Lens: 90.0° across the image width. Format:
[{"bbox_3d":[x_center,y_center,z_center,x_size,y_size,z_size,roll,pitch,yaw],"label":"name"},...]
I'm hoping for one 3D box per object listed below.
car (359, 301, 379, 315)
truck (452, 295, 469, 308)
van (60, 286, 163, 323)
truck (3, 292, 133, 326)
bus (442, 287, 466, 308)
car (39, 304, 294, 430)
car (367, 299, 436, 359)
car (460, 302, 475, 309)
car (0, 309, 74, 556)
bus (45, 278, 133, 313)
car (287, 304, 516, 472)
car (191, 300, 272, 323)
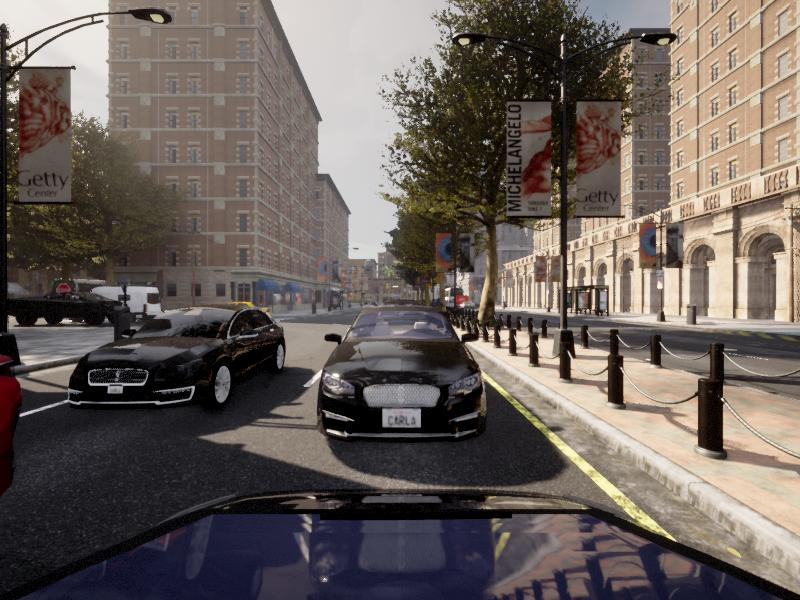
[{"bbox_3d":[-3.351,0.827,44.086,1.845,1.501,3.633,0,0,0],"label":"car"},{"bbox_3d":[11.763,0.355,78.047,2.627,2.467,5.204,0,0,0],"label":"truck"},{"bbox_3d":[-20.781,0.323,29.012,5.915,2.561,1.988,0,0,-2],"label":"van"},{"bbox_3d":[-20.892,0.542,25.433,6.274,2.098,2.390,0,0,-1],"label":"truck"},{"bbox_3d":[11.676,-0.538,88.180,3.944,4.253,10.273,0,0,0],"label":"bus"},{"bbox_3d":[-3.503,0.845,7.333,1.837,1.490,4.892,0,0,0],"label":"car"},{"bbox_3d":[0.043,0.788,12.806,1.851,1.617,3.988,0,0,0],"label":"car"},{"bbox_3d":[11.736,0.942,70.013,1.895,1.301,4.718,0,0,0],"label":"car"},{"bbox_3d":[-3.495,0.828,0.791,2.007,1.525,4.514,0,0,0],"label":"car"},{"bbox_3d":[-41.479,-0.533,54.132,3.944,4.253,10.273,0,0,0],"label":"bus"},{"bbox_3d":[0.023,0.836,6.166,2.128,1.511,4.902,0,0,0],"label":"car"},{"bbox_3d":[-12.341,0.801,29.645,5.366,1.575,1.801,0,0,-19],"label":"car"}]
